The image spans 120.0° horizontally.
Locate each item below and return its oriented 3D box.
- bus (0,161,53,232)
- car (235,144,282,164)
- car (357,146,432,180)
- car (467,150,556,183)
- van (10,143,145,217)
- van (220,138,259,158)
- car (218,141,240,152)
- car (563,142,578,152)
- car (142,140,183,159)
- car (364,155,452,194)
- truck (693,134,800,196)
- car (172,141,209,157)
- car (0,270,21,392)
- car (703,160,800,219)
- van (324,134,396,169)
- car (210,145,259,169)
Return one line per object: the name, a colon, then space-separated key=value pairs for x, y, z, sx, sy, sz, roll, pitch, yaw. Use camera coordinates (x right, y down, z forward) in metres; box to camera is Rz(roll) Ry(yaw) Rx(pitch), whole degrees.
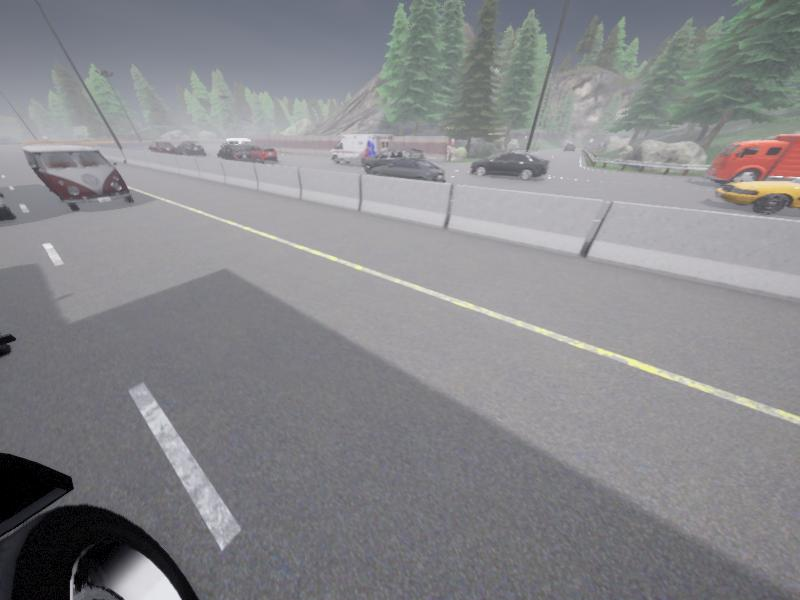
bus: x=-16.157 y=-4.847 z=6.970 sx=10.273 sy=4.253 sz=3.944 roll=21 pitch=40 yaw=27
car: x=-14.740 y=-15.243 z=24.097 sx=4.514 sy=1.525 sz=2.007 roll=21 pitch=40 yaw=27
car: x=-0.420 y=-9.698 z=16.215 sx=4.611 sy=1.667 sz=2.242 roll=21 pitch=40 yaw=27
car: x=7.293 y=-9.039 z=15.495 sx=4.892 sy=1.490 sz=1.837 roll=21 pitch=40 yaw=27
van: x=-12.225 y=-4.727 z=8.796 sx=4.442 sy=1.987 sz=1.775 roll=21 pitch=40 yaw=27
van: x=-21.706 y=-20.613 z=31.215 sx=4.480 sy=2.038 sz=2.069 roll=21 pitch=40 yaw=27
car: x=-30.280 y=-27.129 z=40.881 sx=1.970 sy=1.475 sz=3.806 roll=-28 pitch=44 yaw=-34
car: x=35.469 y=-31.826 z=48.026 sx=2.128 sy=1.511 sz=4.902 roll=20 pitch=40 yaw=25
car: x=-29.728 y=-18.900 z=28.933 sx=4.553 sy=1.767 sz=2.097 roll=23 pitch=41 yaw=29
car: x=0.355 y=-6.842 z=12.433 sx=4.181 sy=1.385 sz=1.994 roll=21 pitch=40 yaw=27
truck: x=19.908 y=-6.933 z=11.759 sx=5.204 sy=2.467 sz=2.627 roll=21 pitch=40 yaw=27
car: x=-29.250 y=-21.136 z=32.220 sx=4.611 sy=1.667 sz=2.242 roll=24 pitch=42 yaw=29
car: x=-6.654 y=-0.047 z=2.366 sx=4.553 sy=1.767 sz=2.097 roll=21 pitch=40 yaw=27
car: x=14.984 y=-3.633 z=7.809 sx=5.366 sy=1.575 sz=1.801 roll=21 pitch=40 yaw=27
van: x=-3.631 y=-13.697 z=21.209 sx=6.366 sy=2.431 sz=2.351 roll=21 pitch=40 yaw=27
car: x=-14.797 y=-12.844 z=20.672 sx=3.705 sy=1.549 sz=1.789 roll=22 pitch=40 yaw=27
